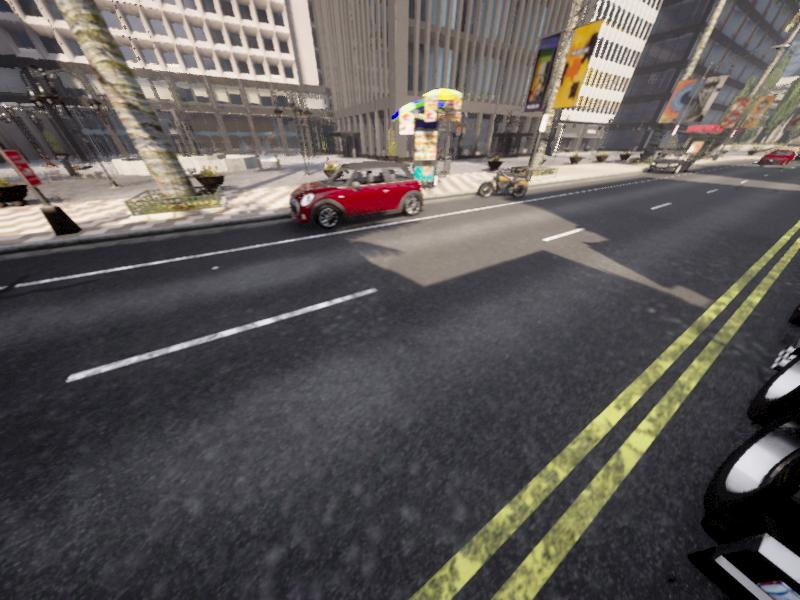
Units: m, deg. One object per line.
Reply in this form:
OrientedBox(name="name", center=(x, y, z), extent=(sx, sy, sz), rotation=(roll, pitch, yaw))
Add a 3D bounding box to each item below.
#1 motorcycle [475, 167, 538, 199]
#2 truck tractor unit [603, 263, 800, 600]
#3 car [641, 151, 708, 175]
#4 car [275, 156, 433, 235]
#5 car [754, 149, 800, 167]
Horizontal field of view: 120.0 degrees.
OrientedBox(name="motorcycle", center=(5.003, -5.581, 11.057), extent=(2.356, 1.277, 0.764), rotation=(0, 35, 0))
OrientedBox(name="truck tractor unit", center=(5.104, -0.307, 0.795), extent=(6.516, 4.208, 3.053), rotation=(-18, 38, -24))
OrientedBox(name="car", center=(23.960, -12.043, 20.210), extent=(4.892, 1.521, 2.231), rotation=(-18, 39, -25))
OrientedBox(name="car", center=(-1.428, -3.796, 7.949), extent=(4.553, 1.767, 2.185), rotation=(-18, 39, -25))
OrientedBox(name="car", center=(43.817, -16.515, 26.762), extent=(5.008, 1.535, 1.882), rotation=(-18, 38, -24))
